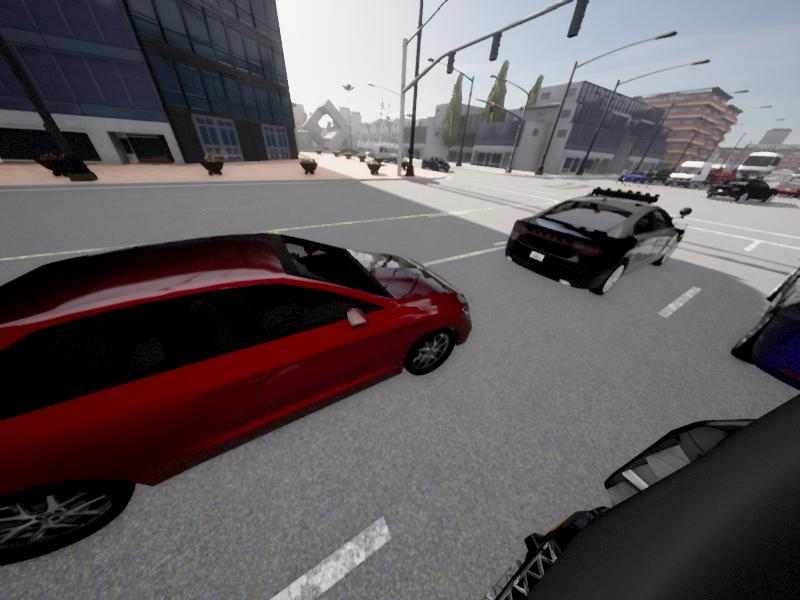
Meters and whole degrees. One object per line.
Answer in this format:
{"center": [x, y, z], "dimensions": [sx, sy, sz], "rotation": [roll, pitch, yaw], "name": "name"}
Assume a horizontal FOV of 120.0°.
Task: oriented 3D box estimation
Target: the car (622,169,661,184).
{"center": [29.722, -15.226, 28.446], "dimensions": [4.193, 1.474, 1.816], "rotation": [-16, 38, -26], "name": "car"}

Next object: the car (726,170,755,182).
{"center": [58.539, -21.413, 39.757], "dimensions": [4.193, 1.474, 1.816], "rotation": [-17, 38, -26], "name": "car"}

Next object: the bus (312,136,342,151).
{"center": [-27.555, -59.383, 87.771], "dimensions": [10.273, 4.253, 3.944], "rotation": [-6, 34, -14], "name": "bus"}

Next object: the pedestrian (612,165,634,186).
{"center": [23.343, -13.071, 24.190], "dimensions": [0.751, 1.860, 0.751], "rotation": [14, 35, 16], "name": "pedestrian"}

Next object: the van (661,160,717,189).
{"center": [33.220, -14.410, 26.556], "dimensions": [5.915, 2.561, 1.988], "rotation": [-15, 38, -27], "name": "van"}

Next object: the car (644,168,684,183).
{"center": [36.349, -17.151, 31.831], "dimensions": [5.238, 1.638, 1.930], "rotation": [-16, 38, -26], "name": "car"}

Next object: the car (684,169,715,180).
{"center": [51.010, -21.410, 39.334], "dimensions": [4.892, 1.490, 1.837], "rotation": [-17, 38, -26], "name": "car"}

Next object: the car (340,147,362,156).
{"center": [-12.428, -37.818, 58.835], "dimensions": [4.892, 1.490, 1.837], "rotation": [-19, 39, -31], "name": "car"}

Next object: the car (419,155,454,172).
{"center": [4.327, -16.620, 28.126], "dimensions": [1.816, 1.474, 4.193], "rotation": [-15, 38, -26], "name": "car"}

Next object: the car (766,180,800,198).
{"center": [40.570, -11.571, 23.973], "dimensions": [4.181, 1.385, 1.994], "rotation": [-15, 38, -26], "name": "car"}

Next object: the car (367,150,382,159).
{"center": [-5.573, -31.671, 50.220], "dimensions": [2.033, 1.411, 5.357], "rotation": [-8, 35, -17], "name": "car"}

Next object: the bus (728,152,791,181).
{"center": [67.755, -25.184, 43.531], "dimensions": [10.273, 4.253, 3.944], "rotation": [-16, 38, -26], "name": "bus"}

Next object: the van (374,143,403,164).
{"center": [-2.021, -23.429, 36.934], "dimensions": [1.988, 2.561, 5.915], "rotation": [-15, 37, -26], "name": "van"}

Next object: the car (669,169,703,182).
{"center": [44.961, -19.616, 36.262], "dimensions": [5.008, 1.535, 1.882], "rotation": [-16, 38, -26], "name": "car"}

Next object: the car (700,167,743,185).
{"center": [47.113, -18.199, 33.827], "dimensions": [5.566, 2.045, 2.150], "rotation": [-16, 38, -26], "name": "car"}

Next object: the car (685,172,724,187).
{"center": [39.798, -15.779, 30.216], "dimensions": [4.674, 1.442, 1.812], "rotation": [-16, 38, -26], "name": "car"}

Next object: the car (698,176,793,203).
{"center": [27.074, -8.682, 18.188], "dimensions": [5.008, 1.535, 1.882], "rotation": [-3, 34, -11], "name": "car"}

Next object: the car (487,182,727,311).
{"center": [4.754, -1.612, 5.284], "dimensions": [5.238, 1.638, 1.930], "rotation": [-16, 38, -26], "name": "car"}

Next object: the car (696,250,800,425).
{"center": [6.342, 0.230, 2.771], "dimensions": [4.792, 1.488, 2.163], "rotation": [-16, 38, -26], "name": "car"}

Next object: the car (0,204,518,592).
{"center": [-1.187, 0.151, 2.293], "dimensions": [4.193, 1.474, 1.816], "rotation": [-16, 38, -26], "name": "car"}

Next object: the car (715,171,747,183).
{"center": [53.027, -19.729, 36.997], "dimensions": [4.674, 1.442, 1.812], "rotation": [-17, 38, -26], "name": "car"}

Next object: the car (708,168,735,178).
{"center": [63.339, -25.121, 45.542], "dimensions": [5.008, 1.535, 1.882], "rotation": [-16, 38, -26], "name": "car"}
